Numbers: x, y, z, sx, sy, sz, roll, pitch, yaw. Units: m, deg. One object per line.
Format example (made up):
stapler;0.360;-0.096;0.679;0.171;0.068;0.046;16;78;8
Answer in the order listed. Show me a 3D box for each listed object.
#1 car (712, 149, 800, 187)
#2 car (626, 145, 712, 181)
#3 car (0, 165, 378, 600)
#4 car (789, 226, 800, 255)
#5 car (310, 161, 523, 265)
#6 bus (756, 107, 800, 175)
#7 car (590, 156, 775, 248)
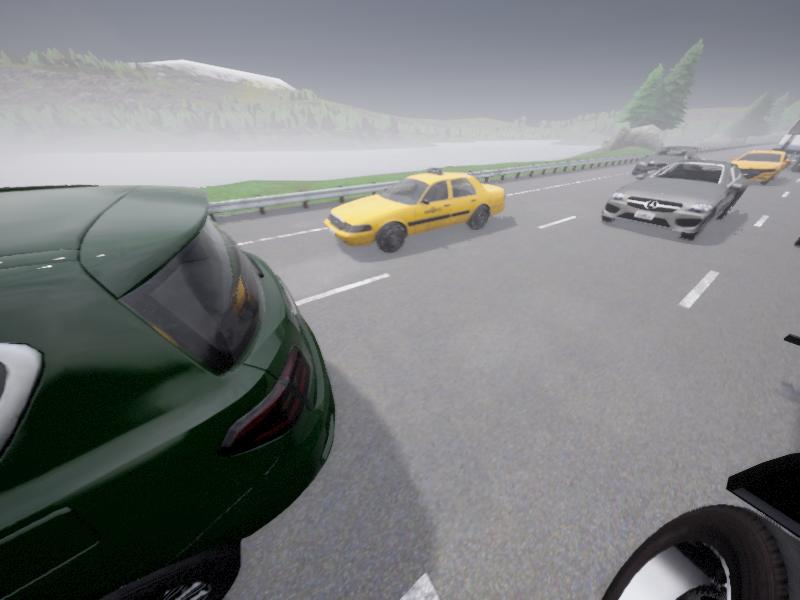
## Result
car;20.706;-7.793;13.434;5.008;1.535;1.882;-20;40;-26
car;17.660;-9.111;15.196;4.611;1.667;2.242;-21;40;-26
car;-3.076;1.043;0.667;5.566;2.045;2.150;-22;41;-28
car;11.505;-2.034;5.139;4.553;1.767;2.097;-21;40;-26
car;0.685;-2.690;6.313;5.366;1.575;1.801;-21;40;-26
bus;31.827;-11.747;16.604;3.944;4.253;10.273;28;44;34
car;8.585;-3.275;7.057;5.027;1.651;2.152;-21;40;-26
